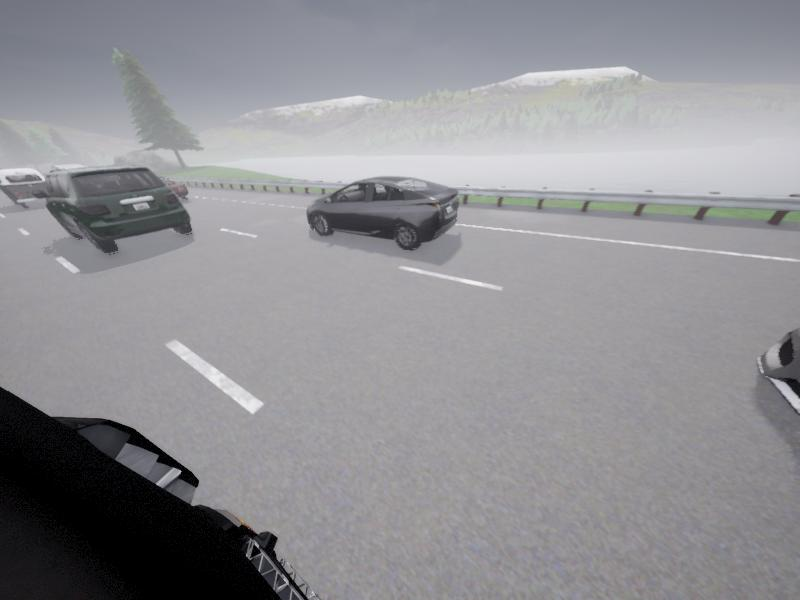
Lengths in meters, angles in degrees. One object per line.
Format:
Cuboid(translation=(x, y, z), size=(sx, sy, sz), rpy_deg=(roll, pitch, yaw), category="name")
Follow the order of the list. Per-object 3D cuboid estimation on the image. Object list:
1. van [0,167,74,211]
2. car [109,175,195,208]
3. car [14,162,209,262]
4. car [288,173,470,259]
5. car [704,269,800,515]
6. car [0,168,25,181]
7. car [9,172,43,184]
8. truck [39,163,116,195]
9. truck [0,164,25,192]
Cuboid(translation=(-23.715, -7.160, 14.691), size=(4.480, 2.038, 2.069), rpy_deg=(16, 38, 26), category="van")
Cuboid(translation=(-14.756, -6.552, 13.749), size=(4.718, 1.301, 1.895), rpy_deg=(16, 38, 26), category="car")
Cuboid(translation=(-9.124, -3.022, 7.330), size=(5.566, 2.045, 2.150), rpy_deg=(15, 38, 26), category="car")
Cuboid(translation=(-0.632, -2.633, 6.561), size=(4.514, 1.525, 2.007), rpy_deg=(16, 38, 26), category="car")
Cuboid(translation=(5.056, 1.185, 0.305), size=(5.027, 1.651, 2.152), rpy_deg=(16, 38, 26), category="car")
Cuboid(translation=(-70.271, -22.561, 41.574), size=(4.605, 1.855, 1.932), rpy_deg=(16, 38, 26), category="car")
Cuboid(translation=(-56.077, -18.291, 34.584), size=(4.718, 1.301, 1.895), rpy_deg=(16, 38, 26), category="car")
Cuboid(translation=(-28.747, -10.856, 20.573), size=(6.274, 2.098, 2.390), rpy_deg=(16, 38, 26), category="truck")
Cuboid(translation=(-44.528, -13.251, 25.085), size=(5.204, 2.467, 2.627), rpy_deg=(16, 38, 25), category="truck")
